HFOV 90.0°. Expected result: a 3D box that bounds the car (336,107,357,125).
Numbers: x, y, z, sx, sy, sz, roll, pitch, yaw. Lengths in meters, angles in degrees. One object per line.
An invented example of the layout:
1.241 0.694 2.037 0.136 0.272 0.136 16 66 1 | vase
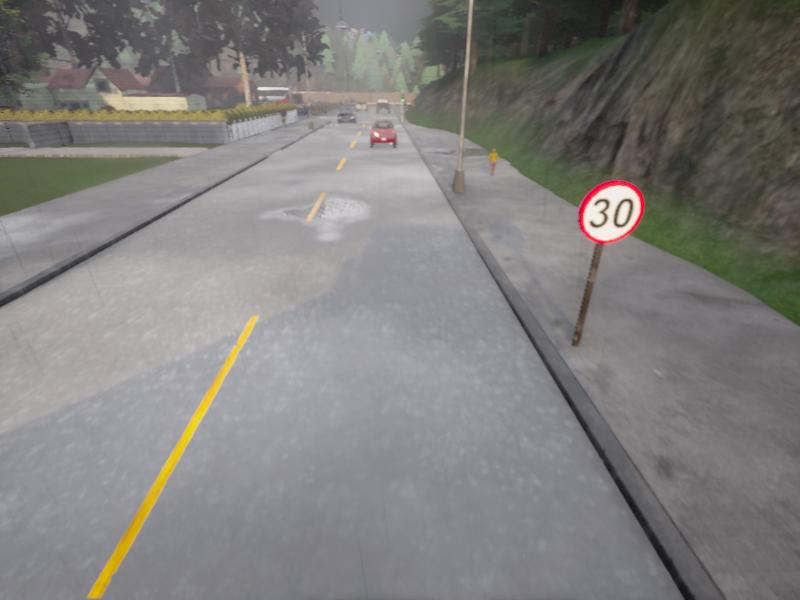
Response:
-5.891 -20.566 44.696 2.038 1.542 4.974 -2 28 -4 | car

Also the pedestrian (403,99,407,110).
0.958 -38.542 78.930 0.751 1.860 0.751 6 28 11 | pedestrian

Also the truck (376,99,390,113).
-2.966 -34.054 70.220 2.390 2.098 6.274 -1 27 -2 | truck

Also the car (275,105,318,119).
-13.716 -25.125 53.367 5.027 1.651 2.152 0 27 0 | car

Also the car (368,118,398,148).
-1.087 -10.886 25.996 1.845 1.501 3.633 -1 27 -2 | car

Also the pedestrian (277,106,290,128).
-10.705 -16.832 36.792 0.751 1.860 0.751 -1 27 -2 | pedestrian

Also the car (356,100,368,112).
-7.188 -36.632 75.428 1.932 1.855 4.605 -1 27 -2 | car

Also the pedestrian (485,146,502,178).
3.642 -5.393 15.585 0.500 1.100 0.500 6 28 12 | pedestrian

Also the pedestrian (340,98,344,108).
-12.919 -43.745 88.895 0.751 1.860 0.751 -1 27 -2 | pedestrian
